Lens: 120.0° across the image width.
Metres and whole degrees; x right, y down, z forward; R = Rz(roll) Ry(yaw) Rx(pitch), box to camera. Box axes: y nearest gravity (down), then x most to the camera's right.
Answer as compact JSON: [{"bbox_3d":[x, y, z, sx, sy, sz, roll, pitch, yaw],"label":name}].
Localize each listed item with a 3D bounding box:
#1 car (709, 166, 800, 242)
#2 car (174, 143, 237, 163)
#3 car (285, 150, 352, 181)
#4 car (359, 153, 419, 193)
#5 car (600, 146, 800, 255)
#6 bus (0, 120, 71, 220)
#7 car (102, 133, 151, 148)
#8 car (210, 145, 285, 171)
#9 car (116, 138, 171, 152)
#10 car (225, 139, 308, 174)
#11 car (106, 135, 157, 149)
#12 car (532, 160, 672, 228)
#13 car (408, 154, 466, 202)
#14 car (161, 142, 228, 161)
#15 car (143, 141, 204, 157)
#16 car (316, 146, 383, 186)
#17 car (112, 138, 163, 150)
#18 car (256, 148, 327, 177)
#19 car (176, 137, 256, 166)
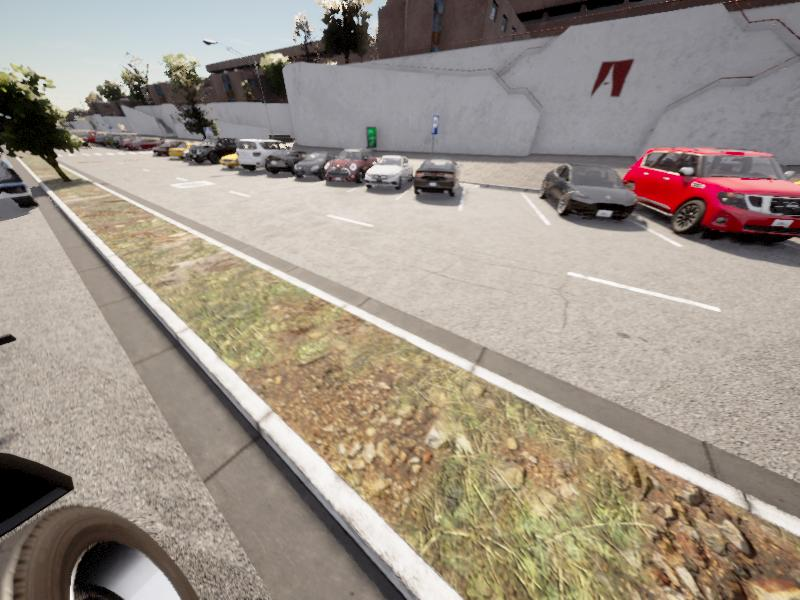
[{"bbox_3d":[11.834,-2.251,5.879,1.946,1.575,5.366,9,35,12],"label":"car"},{"bbox_3d":[-20.072,-15.478,24.202,2.002,1.452,4.674,10,36,11],"label":"car"},{"bbox_3d":[-5.316,-9.337,15.866,2.002,1.452,4.674,10,36,12],"label":"car"},{"bbox_3d":[-0.405,-7.327,13.067,2.002,1.452,4.674,10,35,12],"label":"car"},{"bbox_3d":[9.425,-3.544,7.265,2.435,2.045,5.566,9,35,12],"label":"car"},{"bbox_3d":[-17.485,-5.833,8.303,10.273,4.253,3.944,22,41,27],"label":"bus"},{"bbox_3d":[-44.585,-26.138,37.887,1.878,1.987,4.442,10,36,12],"label":"car"},{"bbox_3d":[-12.745,-12.324,19.874,1.946,1.575,5.366,10,36,11],"label":"car"},{"bbox_3d":[-37.280,-22.741,33.806,2.163,1.488,4.792,10,36,11],"label":"car"},{"bbox_3d":[-10.230,-11.623,18.511,2.435,2.045,5.566,9,36,12],"label":"car"},{"bbox_3d":[-42.182,-24.941,36.460,2.185,1.767,4.553,10,36,12],"label":"car"},{"bbox_3d":[6.961,-4.315,8.826,2.163,1.488,4.792,9,35,12],"label":"car"},{"bbox_3d":[2.047,-6.353,11.636,2.097,1.535,5.008,9,35,12],"label":"car"},{"bbox_3d":[-22.491,-16.649,25.703,1.946,1.575,5.366,10,36,12],"label":"car"},{"bbox_3d":[-27.453,-18.582,28.304,2.163,1.488,4.792,10,36,11],"label":"car"},{"bbox_3d":[-2.851,-8.484,14.396,2.185,1.767,4.553,10,35,12],"label":"car"},{"bbox_3d":[-39.739,-23.787,35.210,2.002,1.452,4.674,10,36,12],"label":"car"},{"bbox_3d":[-7.779,-10.379,17.279,2.163,1.488,4.792,9,36,12],"label":"car"},{"bbox_3d":[-17.611,-14.661,22.627,2.435,2.045,5.566,10,36,11],"label":"car"}]
